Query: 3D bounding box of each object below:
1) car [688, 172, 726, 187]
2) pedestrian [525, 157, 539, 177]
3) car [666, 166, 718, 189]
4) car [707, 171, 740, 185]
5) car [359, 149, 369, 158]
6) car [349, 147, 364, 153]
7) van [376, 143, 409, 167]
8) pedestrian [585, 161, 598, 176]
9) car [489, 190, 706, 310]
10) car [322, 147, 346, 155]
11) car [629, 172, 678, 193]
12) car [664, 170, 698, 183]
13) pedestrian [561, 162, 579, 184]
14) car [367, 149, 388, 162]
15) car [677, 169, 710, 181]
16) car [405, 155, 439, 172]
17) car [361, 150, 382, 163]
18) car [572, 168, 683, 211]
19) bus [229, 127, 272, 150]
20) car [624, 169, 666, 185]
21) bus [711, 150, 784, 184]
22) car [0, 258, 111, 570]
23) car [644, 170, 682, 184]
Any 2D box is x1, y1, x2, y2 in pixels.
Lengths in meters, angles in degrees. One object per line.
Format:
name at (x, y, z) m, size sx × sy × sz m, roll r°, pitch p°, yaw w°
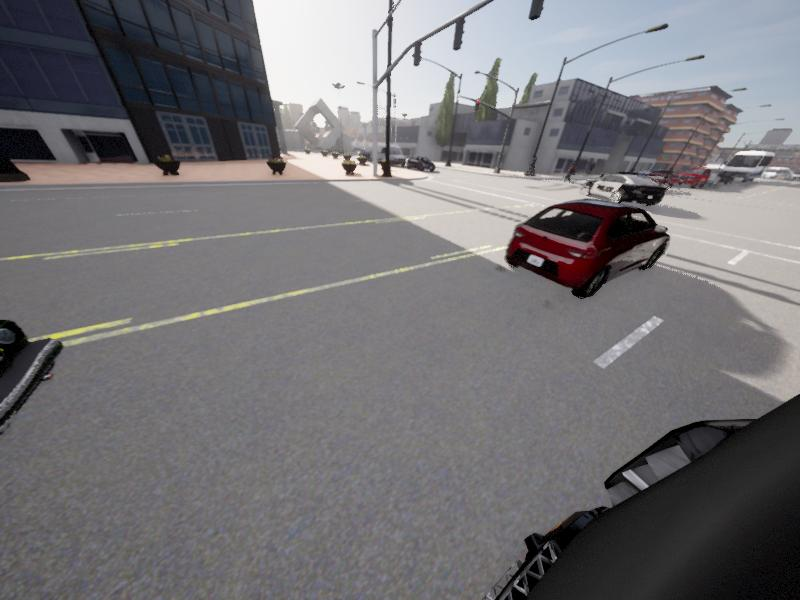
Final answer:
car at (41.066, -16.111, 30.861) m, size 4.674 × 1.442 × 1.812 m, roll -16°, pitch 38°, yaw -26°
pedestrian at (14.749, -14.797, 25.774) m, size 0.751 × 1.860 × 0.751 m, roll 16°, pitch 35°, yaw 18°
car at (34.528, -14.496, 27.336) m, size 5.566 × 2.045 × 2.150 m, roll -15°, pitch 38°, yaw -26°
car at (48.589, -18.331, 34.658) m, size 4.193 × 1.474 × 1.816 m, roll -17°, pitch 38°, yaw -26°
car at (-7.997, -32.579, 51.318) m, size 1.816 × 1.474 × 4.193 m, roll -5°, pitch 34°, yaw -13°
car at (-17.084, -58.526, 90.093) m, size 5.357 × 1.411 × 2.033 m, roll 11°, pitch 34°, yaw 11°
van at (-1.204, -20.238, 32.179) m, size 1.988 × 2.561 × 5.915 m, roll -15°, pitch 38°, yaw -26°
pedestrian at (28.188, -19.331, 33.991) m, size 0.751 × 1.860 × 0.751 m, roll -26°, pitch 43°, yaw -37°
car at (4.318, -1.408, 5.120) m, size 4.193 × 1.474 × 1.816 m, roll -16°, pitch 38°, yaw -26°
car at (-16.207, -36.734, 56.911) m, size 5.357 × 1.411 × 2.033 m, roll -13°, pitch 37°, yaw -24°
car at (23.826, -11.075, 21.695) m, size 4.674 × 1.442 × 1.812 m, roll -18°, pitch 39°, yaw -30°
car at (42.463, -18.727, 34.949) m, size 4.181 × 1.385 × 1.994 m, roll -15°, pitch 38°, yaw -25°
pedestrian at (17.189, -12.898, 23.396) m, size 0.751 × 1.860 × 0.751 m, roll 15°, pitch 35°, yaw 17°
car at (-4.165, -26.804, 42.730) m, size 1.930 × 1.638 × 5.238 m, roll -13°, pitch 37°, yaw -24°
car at (47.946, -20.430, 37.679) m, size 5.008 × 1.535 × 1.882 m, roll -17°, pitch 38°, yaw -26°
car at (2.482, -16.068, 27.154) m, size 1.816 × 1.474 × 4.193 m, roll -15°, pitch 38°, yaw -26°
car at (-4.621, -23.134, 37.180) m, size 1.845 × 1.501 × 3.633 m, roll -16°, pitch 38°, yaw -27°
car at (13.591, -7.080, 14.425) m, size 1.930 × 1.638 × 5.238 m, roll 5°, pitch 33°, yaw 1°
bus at (-37.144, -40.156, 57.409) m, size 10.273 × 4.253 × 3.944 m, roll 23°, pitch 38°, yaw 27°
car at (30.537, -15.407, 28.818) m, size 5.008 × 1.535 × 1.882 m, roll -16°, pitch 38°, yaw -27°
bus at (57.518, -22.073, 38.221) m, size 10.273 × 4.253 × 3.944 m, roll -17°, pitch 38°, yaw -26°
car at (-4.766, 1.256, 0.518) m, size 4.718 × 1.301 × 1.895 m, roll -16°, pitch 38°, yaw -26°
car at (36.132, -16.953, 31.710) m, size 4.892 × 1.490 × 1.837 m, roll -16°, pitch 38°, yaw -26°
